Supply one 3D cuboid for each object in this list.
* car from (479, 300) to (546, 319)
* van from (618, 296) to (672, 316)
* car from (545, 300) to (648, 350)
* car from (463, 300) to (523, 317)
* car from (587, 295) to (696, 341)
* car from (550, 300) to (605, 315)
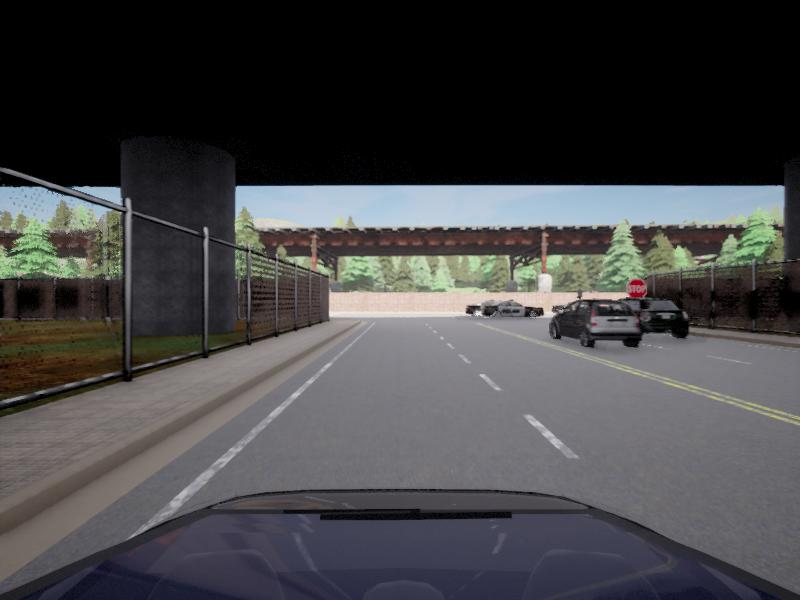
[{"bbox_3d":[9.653,0.784,34.484,5.238,1.638,1.930,0,0,1],"label":"car"},{"bbox_3d":[25.209,0.615,41.251,4.442,1.987,1.775,0,0,1],"label":"van"},{"bbox_3d":[7.002,0.794,14.781,1.851,1.617,3.988,0,0,0],"label":"car"},{"bbox_3d":[8.778,0.785,38.001,5.238,1.638,1.930,0,0,1],"label":"car"},{"bbox_3d":[10.499,0.702,17.902,2.097,1.767,4.553,0,0,0],"label":"car"},{"bbox_3d":[19.804,0.788,44.821,5.238,1.638,1.930,0,0,1],"label":"car"}]
